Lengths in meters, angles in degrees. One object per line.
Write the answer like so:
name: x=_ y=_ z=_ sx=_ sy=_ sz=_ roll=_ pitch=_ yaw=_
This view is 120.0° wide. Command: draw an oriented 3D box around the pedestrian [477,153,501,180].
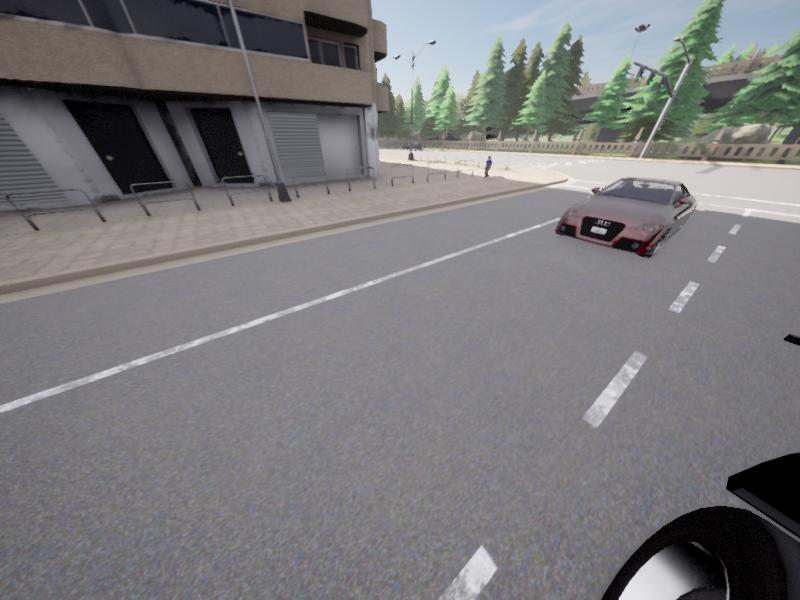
pedestrian: x=5.250 y=-7.935 z=13.686 sx=0.751 sy=1.300 sz=0.751 roll=-25 pitch=42 yaw=-31

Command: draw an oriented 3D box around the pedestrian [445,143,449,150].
pedestrian: x=8.938 y=-29.356 z=44.097 sx=0.500 sy=1.100 sz=0.500 roll=20 pitch=40 yaw=26

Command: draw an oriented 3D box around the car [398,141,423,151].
car: x=2.042 y=-30.077 z=45.140 sx=4.892 sy=1.490 sz=1.837 roll=28 pitch=44 yaw=34

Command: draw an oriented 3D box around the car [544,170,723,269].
car: x=6.101 y=-2.389 z=6.057 sx=4.181 sy=1.385 sz=1.994 roll=-23 pitch=41 yaw=-28
